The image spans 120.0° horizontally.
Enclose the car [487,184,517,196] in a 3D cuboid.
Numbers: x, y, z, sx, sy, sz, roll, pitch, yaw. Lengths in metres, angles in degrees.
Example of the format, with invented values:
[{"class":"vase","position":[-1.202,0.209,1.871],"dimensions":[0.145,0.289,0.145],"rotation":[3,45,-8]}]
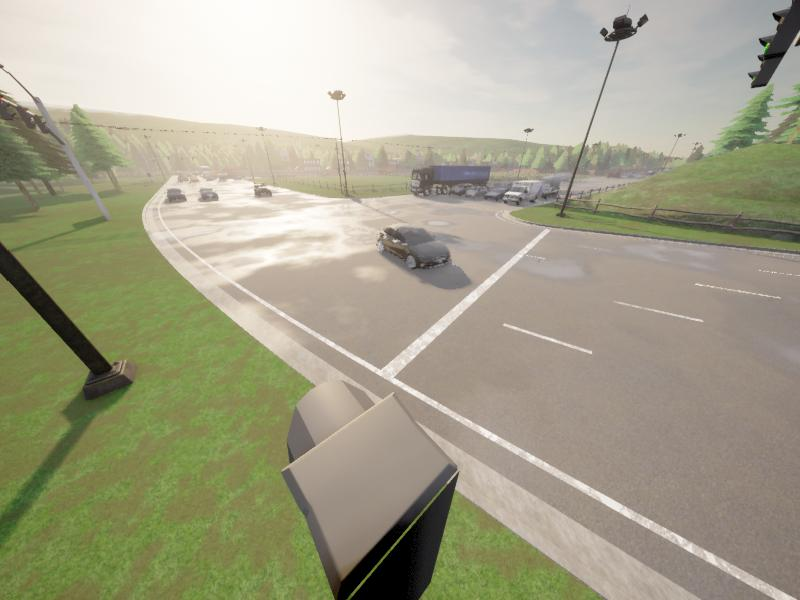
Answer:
[{"class":"car","position":[16.857,-18.176,38.094],"dimensions":[5.357,1.411,2.033],"rotation":[-23,37,-34]}]

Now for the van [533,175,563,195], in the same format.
[{"class":"van","position":[25.953,-20.234,40.500],"dimensions":[5.915,2.561,1.988],"rotation":[-24,38,-33]}]

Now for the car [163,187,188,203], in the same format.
[{"class":"car","position":[-30.398,-14.333,31.338],"dimensions":[1.837,1.490,4.892],"rotation":[-23,37,-34]}]

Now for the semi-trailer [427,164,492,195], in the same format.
[{"class":"semi-trailer","position":[10.840,-21.546,40.901],"dimensions":[14.254,4.402,2.717],"rotation":[-23,37,-34]}]

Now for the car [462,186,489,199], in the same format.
[{"class":"car","position":[11.155,-15.842,33.914],"dimensions":[3.633,1.501,1.845],"rotation":[-23,37,-34]}]

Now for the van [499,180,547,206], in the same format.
[{"class":"van","position":[15.446,-13.462,28.895],"dimensions":[6.366,2.431,2.351],"rotation":[-23,37,-34]}]

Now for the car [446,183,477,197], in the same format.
[{"class":"car","position":[9.800,-17.617,36.849],"dimensions":[4.611,1.667,2.242],"rotation":[-23,37,-34]}]

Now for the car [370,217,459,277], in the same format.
[{"class":"car","position":[0.449,-2.893,11.522],"dimensions":[1.837,1.490,4.892],"rotation":[-18,35,-26]}]

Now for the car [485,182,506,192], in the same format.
[{"class":"car","position":[17.608,-20.837,42.568],"dimensions":[3.633,1.501,1.845],"rotation":[-23,37,-34]}]

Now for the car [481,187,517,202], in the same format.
[{"class":"car","position":[13.731,-14.581,31.866],"dimensions":[5.357,1.411,2.033],"rotation":[-23,37,-34]}]

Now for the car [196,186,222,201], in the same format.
[{"class":"car","position":[-27.067,-15.084,32.622],"dimensions":[2.128,1.511,4.902],"rotation":[-23,37,-34]}]

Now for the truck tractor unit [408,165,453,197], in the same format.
[{"class":"truck tractor unit","position":[4.795,-18.898,36.533],"dimensions":[6.516,4.208,3.053],"rotation":[-23,37,-34]}]

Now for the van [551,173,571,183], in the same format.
[{"class":"van","position":[47.303,-35.982,67.902],"dimensions":[6.366,2.431,2.351],"rotation":[-23,37,-34]}]

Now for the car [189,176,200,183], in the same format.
[{"class":"car","position":[-60.805,-35.669,68.250],"dimensions":[1.882,1.535,5.008],"rotation":[-22,37,-33]}]

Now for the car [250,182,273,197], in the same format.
[{"class":"car","position":[-21.979,-17.656,36.695],"dimensions":[1.905,1.878,3.866],"rotation":[-23,37,-34]}]

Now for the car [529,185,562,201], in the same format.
[{"class":"car","position":[20.931,-15.424,33.080],"dimensions":[5.238,1.638,1.930],"rotation":[-23,37,-34]}]

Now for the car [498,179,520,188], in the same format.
[{"class":"car","position":[24.178,-25.920,51.278],"dimensions":[5.027,1.651,2.152],"rotation":[-23,37,-34]}]
